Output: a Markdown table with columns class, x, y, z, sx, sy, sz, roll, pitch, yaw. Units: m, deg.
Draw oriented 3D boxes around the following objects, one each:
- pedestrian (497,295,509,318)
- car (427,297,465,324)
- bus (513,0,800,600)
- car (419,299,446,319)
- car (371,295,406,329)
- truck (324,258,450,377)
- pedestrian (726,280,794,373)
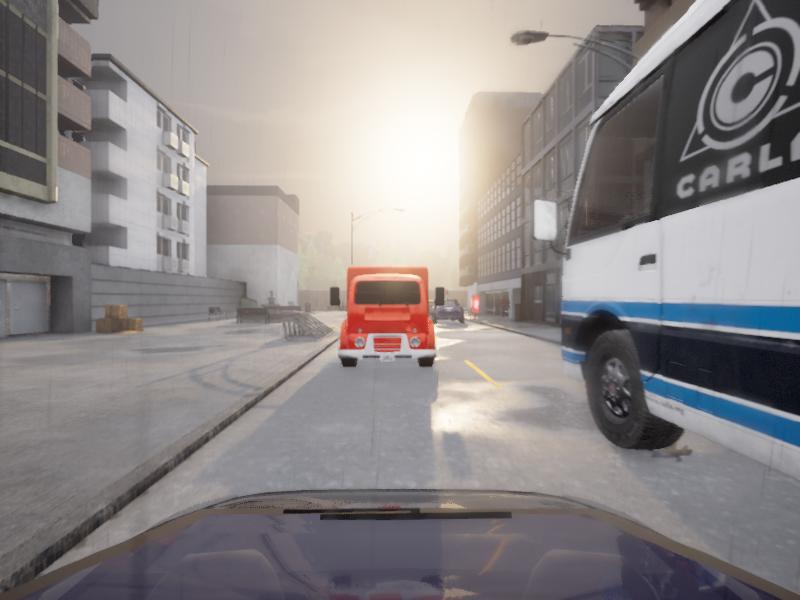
| class | x | y | z | sx | sy | sz | roll | pitch | yaw |
| --- | --- | --- | --- | --- | --- | --- | --- | --- | --- |
| pedestrian | 8.260 | 0.532 | 32.004 | 0.751 | 1.860 | 0.751 | 0 | 0 | 1 |
| car | 3.186 | 0.693 | 28.522 | 2.097 | 1.767 | 4.553 | 0 | 0 | -1 |
| bus | 3.736 | -0.530 | 0.881 | 3.944 | 4.253 | 10.273 | 0 | 0 | -1 |
| car | 2.902 | 0.776 | 36.581 | 2.033 | 1.649 | 4.856 | 0 | 0 | -1 |
| car | -0.685 | 0.645 | 23.688 | 1.905 | 1.878 | 3.866 | 0 | 0 | -2 |
| truck | -0.326 | 0.355 | 10.899 | 2.627 | 2.467 | 5.204 | 0 | 0 | -1 |
| pedestrian | 7.500 | 0.533 | 8.373 | 0.751 | 1.860 | 0.751 | 0 | 0 | -2 |
